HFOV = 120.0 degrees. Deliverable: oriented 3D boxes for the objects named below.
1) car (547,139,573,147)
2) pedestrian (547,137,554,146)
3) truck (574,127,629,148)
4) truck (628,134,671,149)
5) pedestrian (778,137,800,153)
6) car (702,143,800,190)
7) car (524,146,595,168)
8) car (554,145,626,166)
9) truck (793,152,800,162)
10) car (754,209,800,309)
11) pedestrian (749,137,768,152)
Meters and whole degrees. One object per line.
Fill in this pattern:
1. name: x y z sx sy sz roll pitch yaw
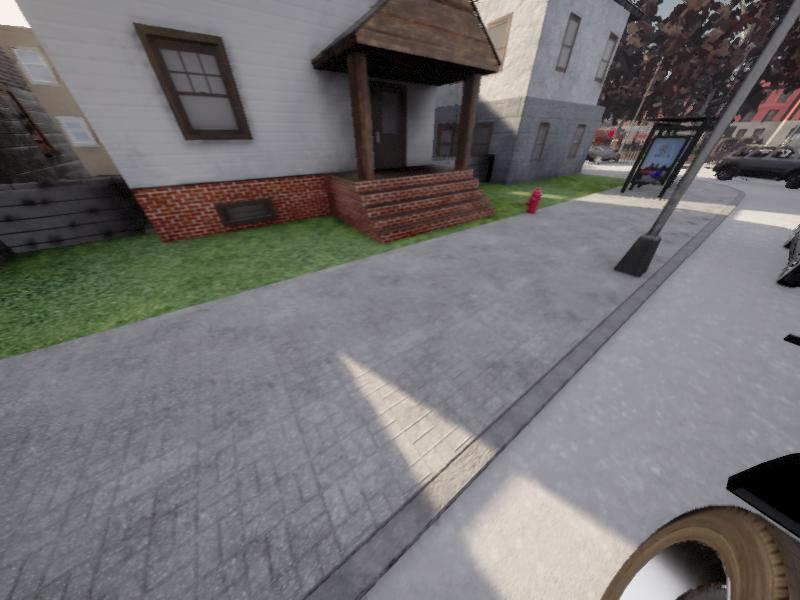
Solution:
1. car: 41.585 -40.933 60.130 2.152 1.651 5.027 -22 41 -28
2. pedestrian: 37.671 -39.506 57.713 0.751 1.860 0.751 -23 41 -28
3. truck: 46.466 -37.824 53.769 2.891 3.827 8.468 -22 41 -28
4. truck: 51.724 -32.967 48.012 2.627 2.467 5.204 -23 41 -28
5. pedestrian: 54.767 -21.860 32.552 0.751 1.860 0.751 -24 42 -30
6. car: 20.277 -7.206 12.309 1.932 1.855 4.605 -2 35 -4
7. car: 14.622 -13.419 21.496 1.837 1.490 4.892 -22 40 -28
8. car: 18.422 -14.301 22.693 2.128 1.511 4.902 -22 41 -28
9. truck: 42.031 -15.018 22.665 5.204 2.467 2.627 -22 41 -28
10. car: 8.666 -1.004 3.938 4.902 1.511 2.128 -22 41 -28
11. pedestrian: 54.099 -23.502 34.886 0.751 1.860 0.751 -22 41 -28
